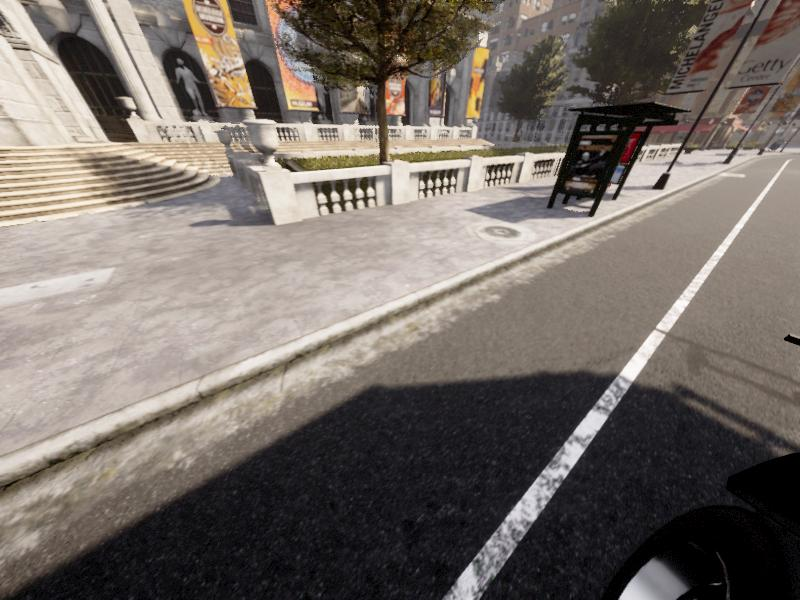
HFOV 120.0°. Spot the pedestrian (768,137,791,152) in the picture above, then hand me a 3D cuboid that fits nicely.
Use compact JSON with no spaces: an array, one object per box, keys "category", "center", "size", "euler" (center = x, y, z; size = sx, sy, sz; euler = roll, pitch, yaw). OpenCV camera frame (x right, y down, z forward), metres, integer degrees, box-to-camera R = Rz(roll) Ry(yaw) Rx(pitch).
[{"category":"pedestrian","center":[55.730,-22.873,33.927],"size":[0.751,1.860,0.751],"euler":[-11,37,-15]}]
